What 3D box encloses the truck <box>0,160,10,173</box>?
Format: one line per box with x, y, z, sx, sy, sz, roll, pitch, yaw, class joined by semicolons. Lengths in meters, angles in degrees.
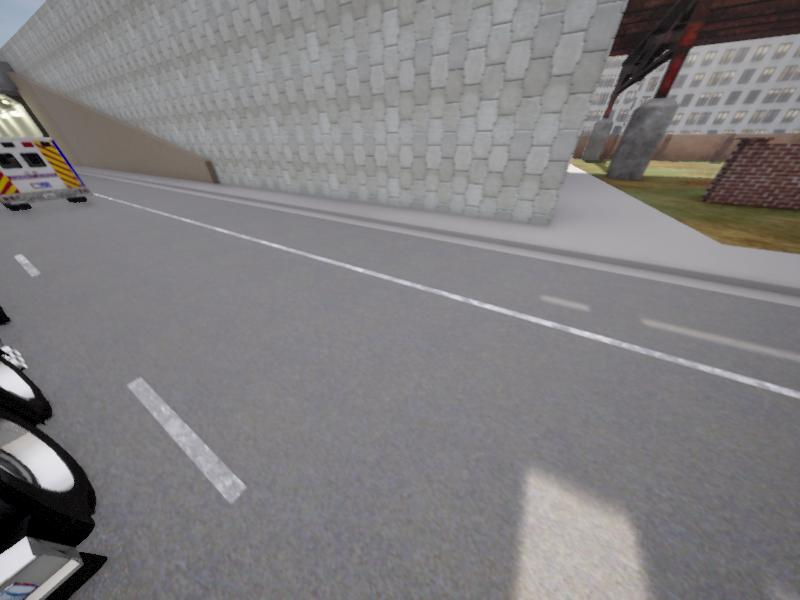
-40.951;-14.057;21.290;8.468;3.827;2.891;18;39;24;truck

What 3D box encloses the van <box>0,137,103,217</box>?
-16.641;-5.600;10.105;6.366;2.431;2.351;18;39;24;van

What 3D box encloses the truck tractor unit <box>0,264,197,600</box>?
-5.115;-0.296;0.787;6.516;4.208;3.053;18;39;24;truck tractor unit
